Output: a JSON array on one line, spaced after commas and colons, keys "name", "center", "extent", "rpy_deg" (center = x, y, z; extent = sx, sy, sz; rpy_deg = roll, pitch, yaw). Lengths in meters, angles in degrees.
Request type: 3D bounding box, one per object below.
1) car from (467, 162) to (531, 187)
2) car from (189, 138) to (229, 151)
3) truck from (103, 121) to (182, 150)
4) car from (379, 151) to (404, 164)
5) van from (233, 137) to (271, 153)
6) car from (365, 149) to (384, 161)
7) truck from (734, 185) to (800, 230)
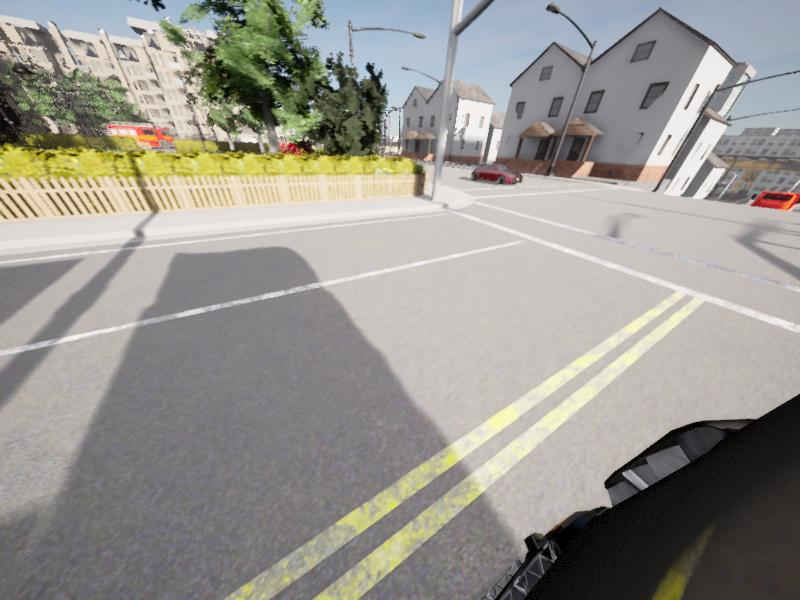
[{"name": "car", "center": [7.930, -10.331, 18.924], "extent": [1.994, 1.385, 4.181], "rpy_deg": [-19, 39, -29]}, {"name": "car", "center": [-38.384, -31.372, 46.656], "extent": [5.566, 2.045, 2.150], "rpy_deg": [-15, 38, -25]}, {"name": "truck", "center": [-46.474, -29.951, 42.294], "extent": [8.468, 3.827, 2.891], "rpy_deg": [-15, 37, -24]}, {"name": "car", "center": [-1.532, -23.484, 37.946], "extent": [2.038, 1.542, 4.974], "rpy_deg": [-16, 38, -26]}, {"name": "van", "center": [-31.778, -33.324, 49.752], "extent": [6.366, 2.431, 2.351], "rpy_deg": [-15, 38, -25]}, {"name": "car", "center": [-4.753, -26.740, 42.557], "extent": [1.851, 1.617, 3.988], "rpy_deg": [-16, 38, -26]}, {"name": "truck", "center": [32.942, -8.142, 20.582], "extent": [5.204, 2.467, 2.627], "rpy_deg": [-3, 31, -34]}]
